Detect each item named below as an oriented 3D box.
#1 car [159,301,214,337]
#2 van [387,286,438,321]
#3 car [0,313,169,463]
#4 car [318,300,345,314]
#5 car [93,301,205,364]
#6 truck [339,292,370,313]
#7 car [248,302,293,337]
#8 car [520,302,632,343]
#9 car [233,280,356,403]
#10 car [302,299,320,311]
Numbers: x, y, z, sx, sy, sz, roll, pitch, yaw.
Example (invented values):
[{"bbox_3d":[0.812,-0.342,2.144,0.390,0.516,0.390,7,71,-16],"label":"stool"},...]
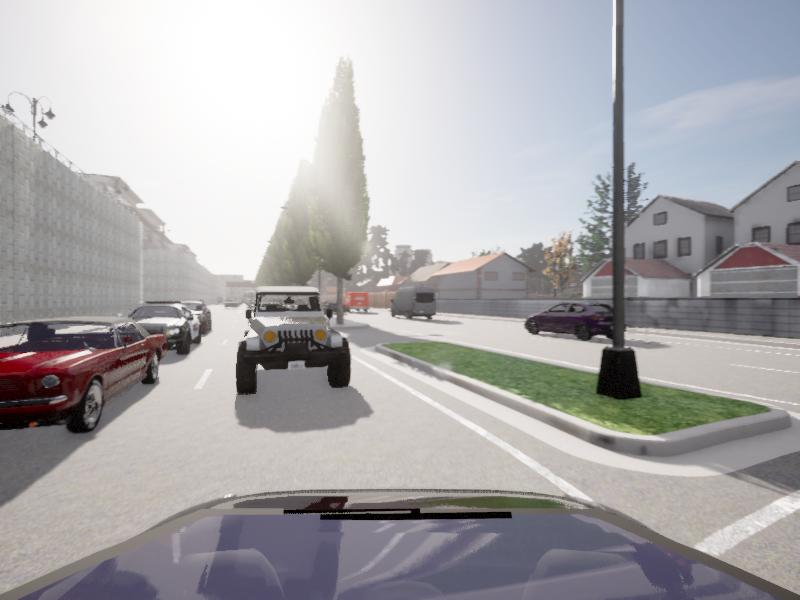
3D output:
[{"bbox_3d":[-9.898,0.804,18.815,1.845,1.501,3.633,0,0,-21],"label":"car"},{"bbox_3d":[0.860,0.263,32.678,1.988,2.561,5.915,0,0,-21],"label":"van"},{"bbox_3d":[-5.059,0.938,5.999,1.895,1.301,4.718,0,0,-19],"label":"car"},{"bbox_3d":[-7.849,0.781,45.639,2.163,1.488,4.792,0,0,-21],"label":"car"},{"bbox_3d":[-7.579,0.812,12.667,2.038,1.542,4.974,0,0,-21],"label":"car"},{"bbox_3d":[-5.699,0.276,49.813,2.627,2.467,5.204,0,0,-21],"label":"truck"},{"bbox_3d":[-6.402,0.842,19.469,1.812,1.442,4.674,0,0,-21],"label":"car"},{"bbox_3d":[7.088,0.815,16.639,1.816,1.474,4.193,0,0,-22],"label":"car"},{"bbox_3d":[-2.280,0.634,8.229,1.905,1.878,3.866,0,0,-19],"label":"car"},{"bbox_3d":[-13.385,0.713,60.114,1.801,1.575,5.366,0,0,-21],"label":"car"}]
